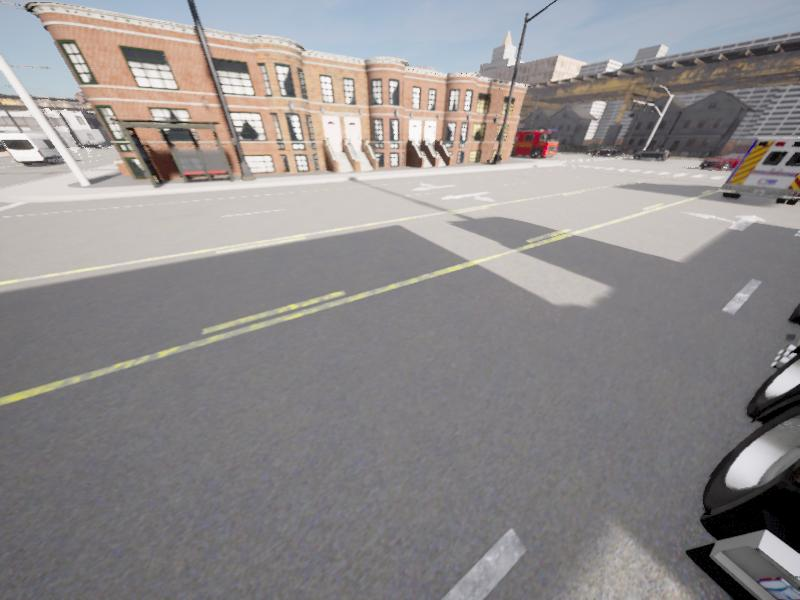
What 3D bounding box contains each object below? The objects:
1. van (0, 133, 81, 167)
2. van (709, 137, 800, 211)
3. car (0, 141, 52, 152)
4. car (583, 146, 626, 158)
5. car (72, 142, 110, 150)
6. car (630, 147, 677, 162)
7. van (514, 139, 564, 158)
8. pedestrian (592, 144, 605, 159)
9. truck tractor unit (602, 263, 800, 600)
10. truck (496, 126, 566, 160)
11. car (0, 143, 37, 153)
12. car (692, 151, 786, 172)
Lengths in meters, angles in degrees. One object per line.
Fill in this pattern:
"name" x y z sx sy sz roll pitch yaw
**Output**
"van" -35.650 -14.989 23.005 1.988 2.561 5.915 -18 39 -24
"van" 18.059 -6.082 10.792 6.366 2.431 2.351 -18 39 -24
"car" -75.086 -30.845 46.432 5.238 1.638 1.930 -20 40 -25
"car" 34.195 -24.929 38.852 1.837 1.490 4.892 -18 39 -24
"car" -72.591 -36.382 54.453 4.902 1.511 2.128 -19 39 -25
"car" 34.967 -20.186 31.989 1.789 1.549 3.705 -18 39 -24
"van" 22.550 -24.954 37.964 2.351 2.431 6.366 -18 39 -24
"pedestrian" 30.413 -22.808 35.405 0.751 1.860 0.751 -20 40 -27
"truck tractor unit" 5.112 -0.299 0.785 6.516 4.208 3.053 -18 39 -24
"truck" 19.747 -24.253 35.707 2.891 3.827 8.468 -18 39 -24
"car" -73.312 -29.011 44.031 3.806 1.475 1.970 -20 40 -25
"car" 31.039 -12.788 21.331 5.008 1.535 1.882 2 34 2
